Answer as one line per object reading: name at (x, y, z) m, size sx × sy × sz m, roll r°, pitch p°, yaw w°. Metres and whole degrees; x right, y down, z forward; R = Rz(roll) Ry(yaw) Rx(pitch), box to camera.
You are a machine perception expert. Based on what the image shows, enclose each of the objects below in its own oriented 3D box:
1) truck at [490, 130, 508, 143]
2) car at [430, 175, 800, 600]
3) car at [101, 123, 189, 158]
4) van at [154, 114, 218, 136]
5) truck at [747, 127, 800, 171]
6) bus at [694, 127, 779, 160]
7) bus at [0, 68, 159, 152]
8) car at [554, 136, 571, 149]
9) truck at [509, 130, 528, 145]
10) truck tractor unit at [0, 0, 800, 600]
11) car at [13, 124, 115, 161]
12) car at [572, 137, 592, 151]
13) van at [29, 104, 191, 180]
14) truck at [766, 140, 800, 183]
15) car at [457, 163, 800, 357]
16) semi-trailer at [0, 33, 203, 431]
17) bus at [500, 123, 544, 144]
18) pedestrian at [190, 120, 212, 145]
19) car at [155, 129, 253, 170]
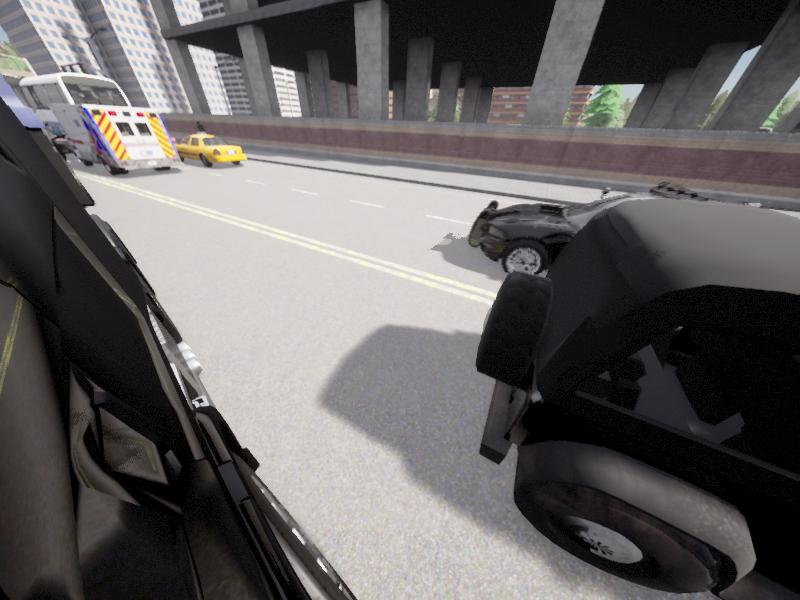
truck at (23.506, -38.772, 54.732) m, size 2.615 × 2.467 × 5.204 m, roll 20°, pitch 40°, yaw 21°
car at (2.425, 0.729, 1.230) m, size 3.866 × 1.878 × 1.905 m, roll 20°, pitch 40°, yaw 21°
car at (-17.607, -11.080, 16.010) m, size 4.611 × 1.667 × 2.242 m, roll 19°, pitch 40°, yaw 21°
van at (-32.111, -26.416, 35.042) m, size 2.351 × 2.431 × 6.366 m, roll 20°, pitch 40°, yaw 22°
truck at (44.684, -16.703, 25.489) m, size 2.891 × 3.827 × 8.468 m, roll 19°, pitch 40°, yaw 21°
bus at (59.004, -28.043, 41.212) m, size 3.944 × 4.253 × 10.273 m, roll 19°, pitch 40°, yaw 21°
bus at (-25.394, -14.819, 18.383) m, size 10.273 × 4.253 × 3.944 m, roll 20°, pitch 40°, yaw 21°
car at (29.370, -28.519, 41.784) m, size 1.905 × 1.878 × 3.866 m, roll 20°, pitch 40°, yaw 21°
truck at (27.282, -37.421, 53.153) m, size 2.615 × 2.467 × 5.204 m, roll 20°, pitch 40°, yaw 21°
truck tractor unit at (-2.645, -0.295, 0.351) m, size 6.516 × 4.208 × 3.053 m, roll 28°, pitch 44°, yaw 30°
car at (-20.215, -9.558, 13.943) m, size 4.902 × 1.511 × 2.128 m, roll 20°, pitch 40°, yaw 21°
car at (31.947, -27.597, 40.707) m, size 1.905 × 1.878 × 3.866 m, roll 20°, pitch 40°, yaw 21°
van at (-13.526, -7.552, 10.900) m, size 6.366 × 2.431 × 2.351 m, roll 20°, pitch 40°, yaw 21°
truck at (30.283, -9.487, 16.066) m, size 2.627 × 2.467 × 5.204 m, roll 19°, pitch 40°, yaw 21°
car at (3.927, -1.020, 3.876) m, size 5.238 × 1.638 × 1.930 m, roll 20°, pitch 40°, yaw 21°
semi-trailer at (-8.780, -3.544, 4.152) m, size 14.254 × 4.402 × 2.717 m, roll 27°, pitch 43°, yaw 29°
bus at (35.116, -48.117, 66.743) m, size 10.273 × 4.253 × 3.944 m, roll 20°, pitch 40°, yaw 22°
pedestrian at (-18.944, -15.978, 22.040) m, size 0.751 × 1.860 × 0.751 m, roll 20°, pitch 40°, yaw 22°
car at (-11.397, -8.832, 13.456) m, size 5.366 × 1.575 × 1.801 m, roll 20°, pitch 40°, yaw 21°
